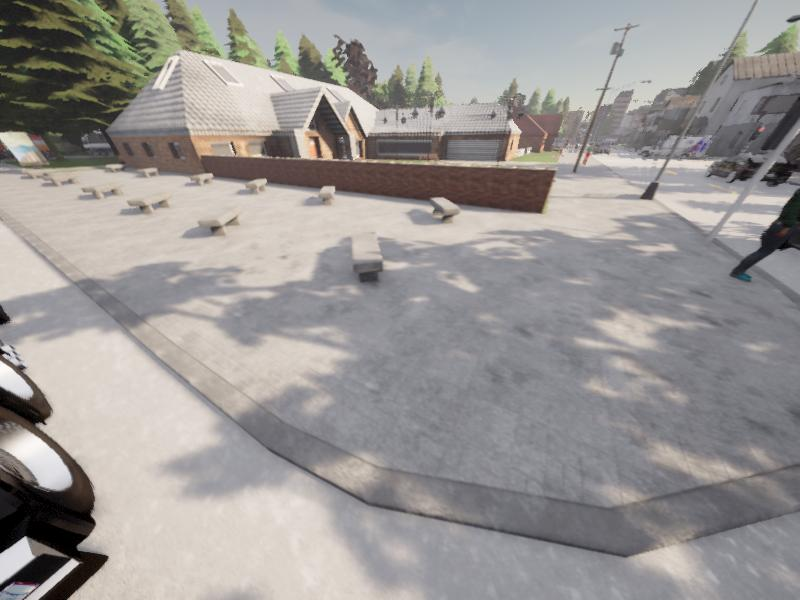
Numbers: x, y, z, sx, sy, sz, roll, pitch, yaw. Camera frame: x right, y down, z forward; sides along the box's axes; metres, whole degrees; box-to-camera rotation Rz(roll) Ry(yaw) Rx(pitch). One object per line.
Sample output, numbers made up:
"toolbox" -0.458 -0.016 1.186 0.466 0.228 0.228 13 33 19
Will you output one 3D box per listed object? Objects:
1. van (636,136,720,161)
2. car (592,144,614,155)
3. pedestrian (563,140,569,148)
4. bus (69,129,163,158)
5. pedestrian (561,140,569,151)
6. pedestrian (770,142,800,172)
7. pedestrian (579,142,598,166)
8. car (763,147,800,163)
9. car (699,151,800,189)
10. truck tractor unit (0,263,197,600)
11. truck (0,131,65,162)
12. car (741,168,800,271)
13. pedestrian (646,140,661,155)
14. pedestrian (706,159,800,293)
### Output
"van" 35.446 -19.633 29.768 2.351 2.431 6.366 -26 42 -31
"car" 33.951 -25.255 38.780 1.994 1.385 4.181 18 39 24
"pedestrian" 43.709 -41.140 60.863 0.751 1.860 0.751 18 39 24
"bus" -55.521 -31.025 45.799 3.944 4.253 10.273 18 39 24
"pedestrian" 33.750 -31.681 47.363 0.751 1.860 0.751 18 39 24
"pedestrian" 29.375 -10.715 17.271 0.751 1.860 0.751 15 38 21
"pedestrian" 17.541 -13.607 21.542 0.751 1.860 0.751 19 39 26
"car" 43.919 -15.650 24.941 4.718 1.301 1.895 18 39 25
"car" 21.088 -8.063 14.046 1.882 1.535 5.008 18 39 25
"truck tractor unit" -5.115 -0.295 0.784 6.516 4.208 3.053 18 39 24
"truck" -62.032 -24.477 36.826 2.891 3.827 8.468 14 37 20
"car" 9.296 -0.998 3.889 2.242 1.667 4.611 19 39 25
"pedestrian" 38.620 -23.265 35.242 0.751 1.860 0.751 25 42 31
"pedestrian" 6.310 -1.186 3.784 0.751 1.860 0.751 -25 42 -31
